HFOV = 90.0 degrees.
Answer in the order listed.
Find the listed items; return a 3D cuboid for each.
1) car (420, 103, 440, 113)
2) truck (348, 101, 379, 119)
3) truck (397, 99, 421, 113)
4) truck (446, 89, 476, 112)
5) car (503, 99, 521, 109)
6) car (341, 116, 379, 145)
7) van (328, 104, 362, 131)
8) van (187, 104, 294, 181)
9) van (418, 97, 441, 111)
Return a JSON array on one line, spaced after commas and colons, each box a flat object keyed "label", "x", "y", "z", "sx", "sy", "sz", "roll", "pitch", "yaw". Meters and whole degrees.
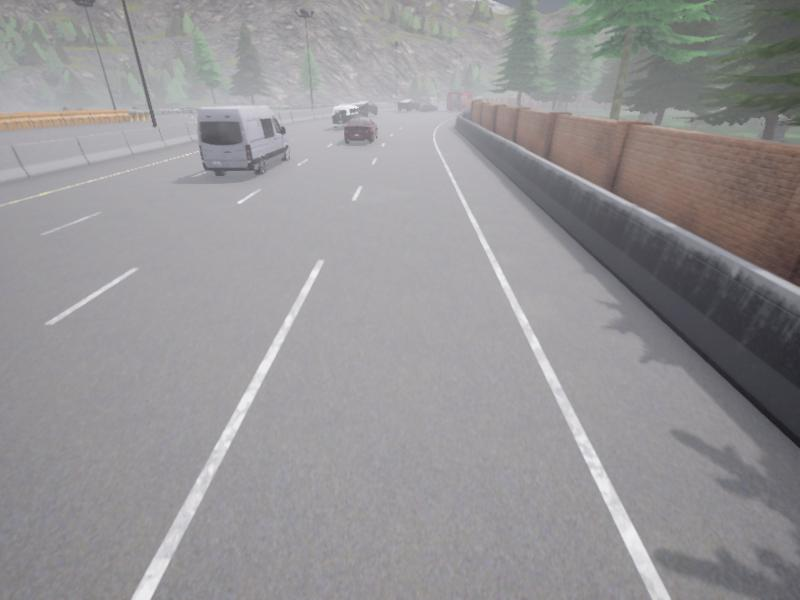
[{"label": "car", "x": 5.557, "y": -35.751, "z": 74.425, "sx": 2.128, "sy": 1.511, "sz": 4.902, "roll": 12, "pitch": 29, "yaw": 21}, {"label": "truck", "x": -5.031, "y": -26.976, "z": 56.622, "sx": 2.390, "sy": 2.098, "sz": 6.274, "roll": 7, "pitch": 28, "yaw": 13}, {"label": "truck", "x": 1.659, "y": -35.966, "z": 74.098, "sx": 2.390, "sy": 2.098, "sz": 6.274, "roll": 11, "pitch": 29, "yaw": 19}, {"label": "truck", "x": 12.084, "y": -39.502, "z": 79.134, "sx": 2.891, "sy": 3.827, "sz": 8.468, "roll": 13, "pitch": 30, "yaw": 24}, {"label": "car", "x": 26.735, "y": -46.900, "z": 95.531, "sx": 2.150, "sy": 2.045, "sz": 5.566, "roll": 18, "pitch": 32, "yaw": 31}, {"label": "car", "x": -2.724, "y": -12.101, "z": 28.383, "sx": 1.882, "sy": 1.535, "sz": 5.008, "roll": 1, "pitch": 27, "yaw": 3}, {"label": "van", "x": -5.199, "y": -17.720, "z": 38.734, "sx": 2.069, "sy": 2.038, "sz": 4.480, "roll": 3, "pitch": 28, "yaw": 7}, {"label": "van", "x": -6.588, "y": -7.109, "z": 17.582, "sx": 1.988, "sy": 2.561, "sz": 5.915, "roll": 1, "pitch": 27, "yaw": 1}, {"label": "van", "x": 6.169, "y": -40.650, "z": 82.849, "sx": 2.351, "sy": 2.431, "sz": 6.366, "roll": 13, "pitch": 30, "yaw": 24}]
